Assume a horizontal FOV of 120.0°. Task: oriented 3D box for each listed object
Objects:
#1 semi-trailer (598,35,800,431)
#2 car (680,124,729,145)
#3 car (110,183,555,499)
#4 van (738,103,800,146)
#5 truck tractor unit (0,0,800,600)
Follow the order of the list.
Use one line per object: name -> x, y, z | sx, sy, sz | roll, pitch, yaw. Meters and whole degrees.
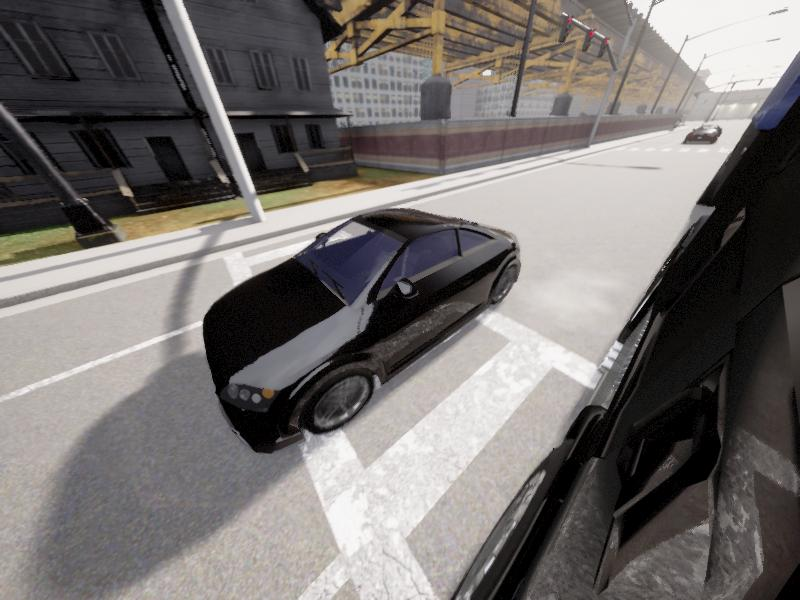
semi-trailer -> 8.693, -3.596, 4.251 | 14.254, 4.402, 2.717 | -28, 43, -30
car -> 28.818, -15.701, 21.855 | 4.181, 1.385, 1.994 | -27, 43, -29
car -> -0.182, -0.330, 3.016 | 4.181, 1.385, 1.994 | -28, 43, -30
van -> 30.771, -14.528, 19.135 | 5.915, 2.561, 1.988 | -28, 43, -30
truck tractor unit -> 2.645, -0.295, 0.351 | 6.516, 4.208, 3.053 | -28, 44, -30
